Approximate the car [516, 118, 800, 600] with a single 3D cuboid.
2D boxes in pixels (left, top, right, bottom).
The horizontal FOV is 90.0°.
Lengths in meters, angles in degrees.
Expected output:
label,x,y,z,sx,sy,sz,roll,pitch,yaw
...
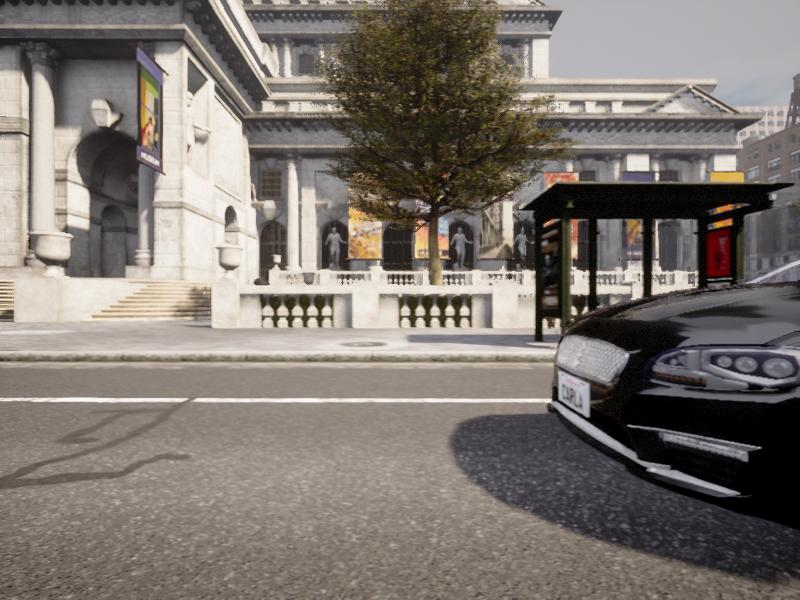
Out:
label,x,y,z,sx,sy,sz,roll,pitch,yaw
car,3.393,0.236,2.186,4.902,1.511,2.128,0,0,0
